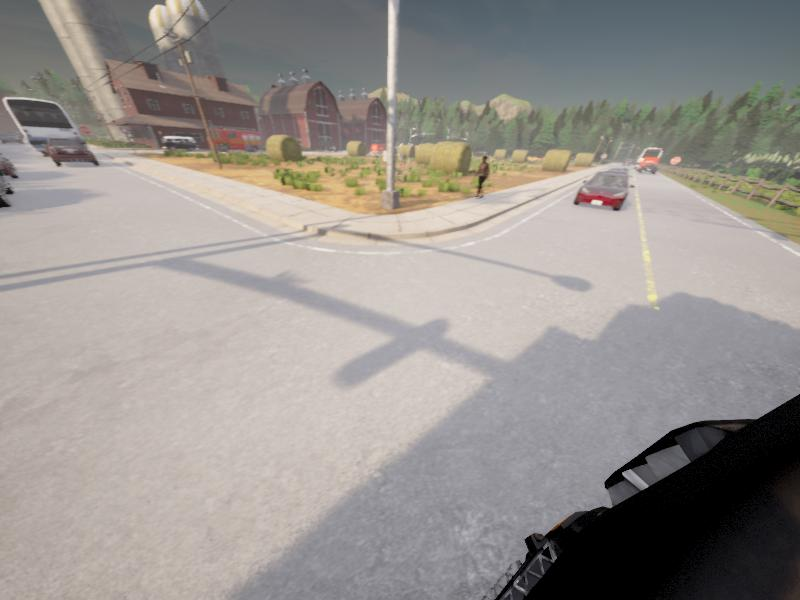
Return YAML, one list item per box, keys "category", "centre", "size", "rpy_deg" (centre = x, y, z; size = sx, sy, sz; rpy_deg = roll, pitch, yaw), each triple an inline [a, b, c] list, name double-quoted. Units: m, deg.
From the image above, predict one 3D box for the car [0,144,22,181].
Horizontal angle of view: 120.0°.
- category: "car"
  centre: [-21.157, -6.874, 11.489]
  size: [4.181, 1.385, 1.994]
  rpy_deg: [25, 39, 29]

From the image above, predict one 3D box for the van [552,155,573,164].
- category: "van"
  centre: [49.164, -42.528, 69.961]
  size: [4.442, 1.987, 1.775]
  rpy_deg: [25, 39, 29]

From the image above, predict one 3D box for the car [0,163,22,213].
- category: "car"
  centre: [-14.537, -3.850, 7.329]
  size: [4.792, 1.488, 2.163]
  rpy_deg: [25, 39, 30]

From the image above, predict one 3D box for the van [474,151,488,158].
- category: "van"
  centre: [30.033, -53.851, 85.581]
  size: [4.442, 1.987, 1.775]
  rpy_deg: [25, 39, 29]

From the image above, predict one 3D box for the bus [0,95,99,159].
- category: "bus"
  centre: [-34.256, -16.728, 22.739]
  size: [10.273, 4.253, 3.944]
  rpy_deg: [28, 41, 33]

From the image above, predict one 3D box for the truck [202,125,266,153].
- category: "truck"
  centre: [-30.547, -29.771, 43.014]
  size: [2.891, 3.827, 8.468]
  rpy_deg: [24, 39, 29]

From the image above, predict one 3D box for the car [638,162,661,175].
- category: "car"
  centre: [44.882, -23.757, 41.618]
  size: [2.152, 1.651, 5.027]
  rpy_deg: [27, 40, 32]

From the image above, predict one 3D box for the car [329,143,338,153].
- category: "car"
  centre: [-18.230, -41.661, 63.325]
  size: [1.905, 1.878, 3.866]
  rpy_deg: [4, 35, -9]

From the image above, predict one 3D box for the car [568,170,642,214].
- category: "car"
  centre: [10.952, -5.926, 12.316]
  size: [2.163, 1.488, 4.792]
  rpy_deg: [27, 40, 32]

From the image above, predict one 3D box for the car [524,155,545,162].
- category: "car"
  centre: [42.937, -45.226, 73.961]
  size: [5.366, 1.575, 1.801]
  rpy_deg: [25, 39, 29]

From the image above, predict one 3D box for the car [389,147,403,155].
- category: "car"
  centre: [-1.320, -46.392, 72.027]
  size: [1.932, 1.855, 4.605]
  rpy_deg: [24, 39, 29]

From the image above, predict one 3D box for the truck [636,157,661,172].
- category: "truck"
  centre: [51.657, -28.242, 48.118]
  size: [2.627, 2.467, 5.204]
  rpy_deg: [27, 40, 32]

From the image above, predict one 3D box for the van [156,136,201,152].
- category: "van"
  centre: [-35.813, -25.336, 37.548]
  size: [2.069, 2.038, 4.480]
  rpy_deg: [24, 39, 29]

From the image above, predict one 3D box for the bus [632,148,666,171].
- category: "bus"
  centre: [59.763, -34.022, 55.822]
  size: [3.944, 4.253, 10.273]
  rpy_deg: [27, 40, 32]

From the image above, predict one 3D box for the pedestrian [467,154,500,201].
- category: "pedestrian"
  centre: [3.891, -5.756, 10.864]
  size: [0.751, 1.860, 0.751]
  rpy_deg: [-20, 40, -31]

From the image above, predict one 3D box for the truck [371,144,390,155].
- category: "truck"
  centre: [-5.627, -43.584, 66.933]
  size: [2.627, 2.467, 5.204]
  rpy_deg: [24, 39, 29]

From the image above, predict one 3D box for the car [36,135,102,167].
- category: "car"
  centre: [-25.074, -11.306, 17.485]
  size: [4.553, 1.767, 2.097]
  rpy_deg: [25, 39, 29]

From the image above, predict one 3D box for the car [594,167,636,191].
- category: "car"
  centre: [18.765, -10.670, 20.133]
  size: [2.033, 1.411, 5.357]
  rpy_deg: [27, 40, 32]
